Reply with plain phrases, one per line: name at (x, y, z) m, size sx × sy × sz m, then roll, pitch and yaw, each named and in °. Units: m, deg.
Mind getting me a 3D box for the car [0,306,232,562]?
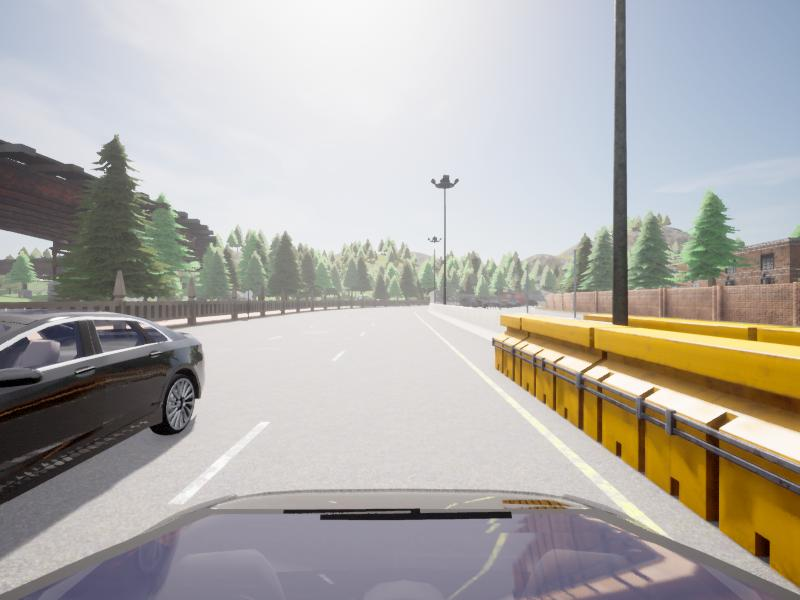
car at (-3.500, 0.837, 3.363) m, size 2.128 × 1.511 × 4.902 m, roll 0°, pitch 0°, yaw 0°
